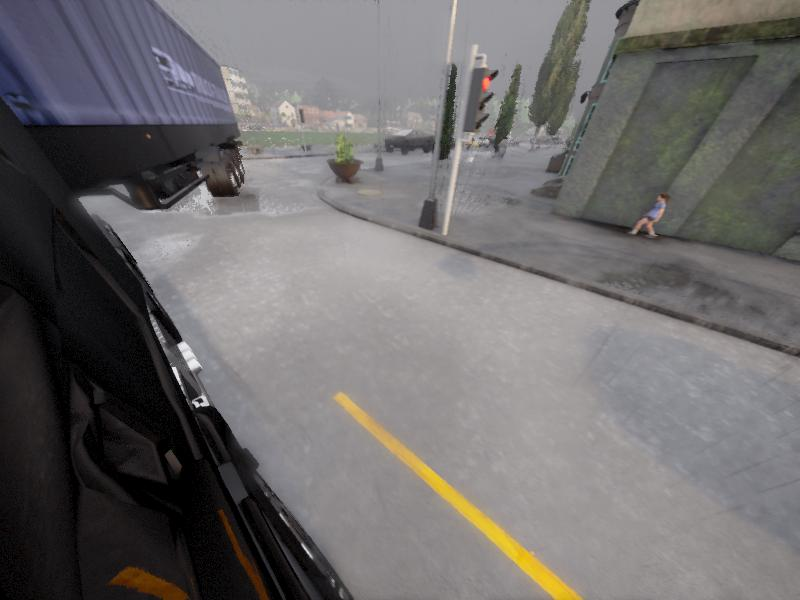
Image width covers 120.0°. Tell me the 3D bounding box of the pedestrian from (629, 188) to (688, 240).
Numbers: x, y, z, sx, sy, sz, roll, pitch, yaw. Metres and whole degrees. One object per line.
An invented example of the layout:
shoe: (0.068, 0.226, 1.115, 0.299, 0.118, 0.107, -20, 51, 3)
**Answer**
pedestrian: (6.513, -2.182, 5.881, 0.500, 1.100, 0.500, 26, 43, 28)

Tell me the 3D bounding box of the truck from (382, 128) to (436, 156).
truck: (1.096, -16.879, 24.608, 2.390, 2.098, 6.274, 26, 43, 28)

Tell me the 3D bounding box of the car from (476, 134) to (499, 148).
car: (15.082, -27.278, 39.644, 1.932, 1.855, 4.605, 26, 43, 28)

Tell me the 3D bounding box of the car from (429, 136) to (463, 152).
car: (6.032, -20.353, 30.078, 2.128, 1.511, 4.902, 26, 43, 28)

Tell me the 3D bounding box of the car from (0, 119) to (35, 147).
car: (-29.549, -12.434, 17.144, 4.902, 1.511, 2.128, 27, 43, 29)

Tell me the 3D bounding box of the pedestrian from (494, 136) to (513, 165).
pedestrian: (8.305, -12.078, 18.650, 0.751, 1.860, 0.751, 24, 42, 26)

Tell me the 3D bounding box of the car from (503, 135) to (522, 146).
car: (24.117, -34.018, 49.341, 2.097, 1.767, 4.553, 26, 42, 28)

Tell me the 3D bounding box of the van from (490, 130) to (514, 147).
van: (19.671, -30.978, 44.350, 1.988, 2.561, 5.915, 26, 43, 28)

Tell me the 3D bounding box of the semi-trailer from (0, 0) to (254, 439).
semi-trailer: (-6.415, -4.540, 5.627, 2.717, 4.402, 14.254, -13, 39, -19)

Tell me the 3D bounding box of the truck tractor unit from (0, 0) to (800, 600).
truck tractor unit: (-2.645, -0.295, 0.352, 6.516, 4.208, 3.053, 28, 44, 30)

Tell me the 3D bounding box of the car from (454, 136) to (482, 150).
car: (10.284, -23.566, 34.604, 1.801, 1.575, 5.366, 26, 43, 28)
